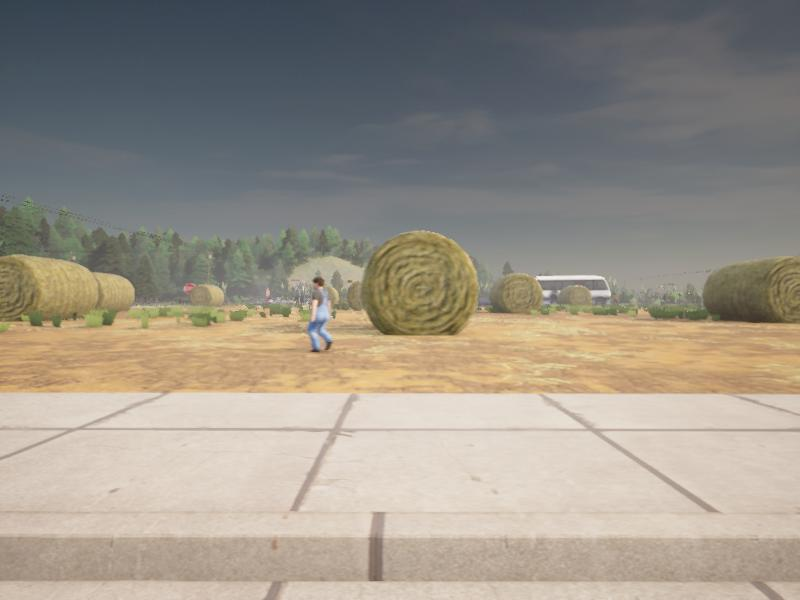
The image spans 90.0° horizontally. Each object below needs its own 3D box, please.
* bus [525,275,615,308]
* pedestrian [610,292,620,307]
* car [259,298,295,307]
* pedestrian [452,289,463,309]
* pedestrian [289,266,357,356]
[{"bbox_3d":[22.496,-1.080,53.449,10.273,4.253,3.944,-1,0,4],"label":"bus"},{"bbox_3d":[25.386,-0.060,47.168,0.751,1.860,0.751,0,0,-8],"label":"pedestrian"},{"bbox_3d":[-18.221,0.295,59.514,4.718,1.301,1.895,0,0,4],"label":"car"},{"bbox_3d":[5.508,-0.107,38.518,0.751,1.860,0.751,0,0,-44],"label":"pedestrian"},{"bbox_3d":[-1.210,0.162,6.331,0.751,1.300,0.751,0,0,29],"label":"pedestrian"}]
